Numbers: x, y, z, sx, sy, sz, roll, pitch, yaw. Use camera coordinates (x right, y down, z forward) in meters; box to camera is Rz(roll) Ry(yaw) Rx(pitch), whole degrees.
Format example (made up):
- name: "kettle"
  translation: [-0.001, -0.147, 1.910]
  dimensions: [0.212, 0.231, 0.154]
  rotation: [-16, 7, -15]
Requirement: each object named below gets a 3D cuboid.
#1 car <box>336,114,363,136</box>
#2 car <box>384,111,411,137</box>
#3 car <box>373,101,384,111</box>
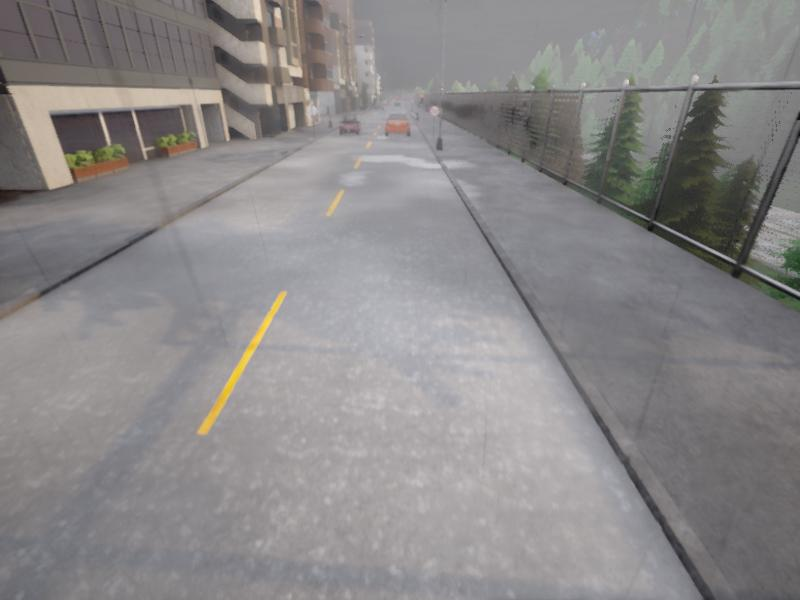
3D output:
- name: "car"
  translation: [-4.199, -14.856, 33.907]
  dimensions: [1.845, 1.501, 3.633]
  rotation: [0, 27, 0]
- name: "car"
  translation: [-0.201, -14.868, 33.656]
  dimensions: [2.097, 1.767, 4.553]
  rotation: [0, 27, 0]
- name: "car"
  translation: [-4.490, -41.546, 85.643]
  dimensions: [2.097, 1.767, 4.553]
  rotation: [0, 27, 0]
